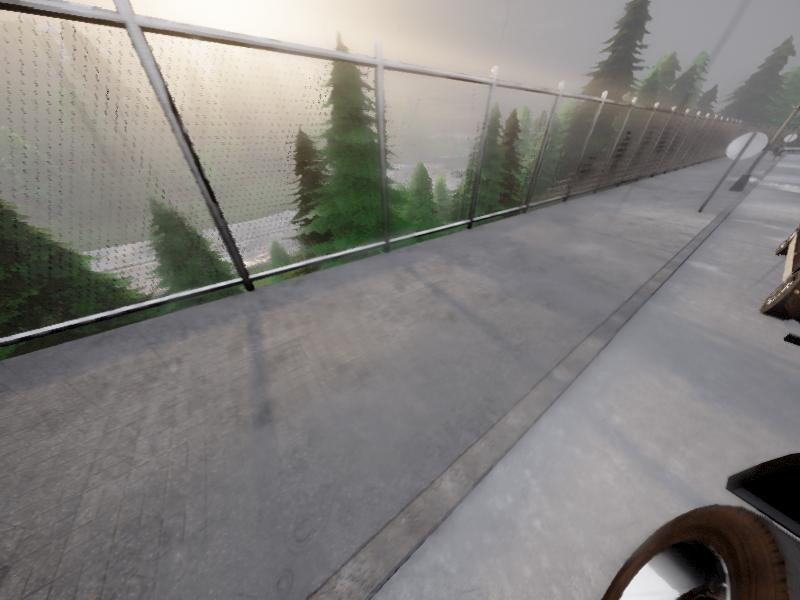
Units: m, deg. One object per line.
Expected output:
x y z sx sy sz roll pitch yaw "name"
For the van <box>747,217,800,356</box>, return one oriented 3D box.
7.801 -1.082 3.161 5.915 2.561 1.988 -23 41 -27 "van"
